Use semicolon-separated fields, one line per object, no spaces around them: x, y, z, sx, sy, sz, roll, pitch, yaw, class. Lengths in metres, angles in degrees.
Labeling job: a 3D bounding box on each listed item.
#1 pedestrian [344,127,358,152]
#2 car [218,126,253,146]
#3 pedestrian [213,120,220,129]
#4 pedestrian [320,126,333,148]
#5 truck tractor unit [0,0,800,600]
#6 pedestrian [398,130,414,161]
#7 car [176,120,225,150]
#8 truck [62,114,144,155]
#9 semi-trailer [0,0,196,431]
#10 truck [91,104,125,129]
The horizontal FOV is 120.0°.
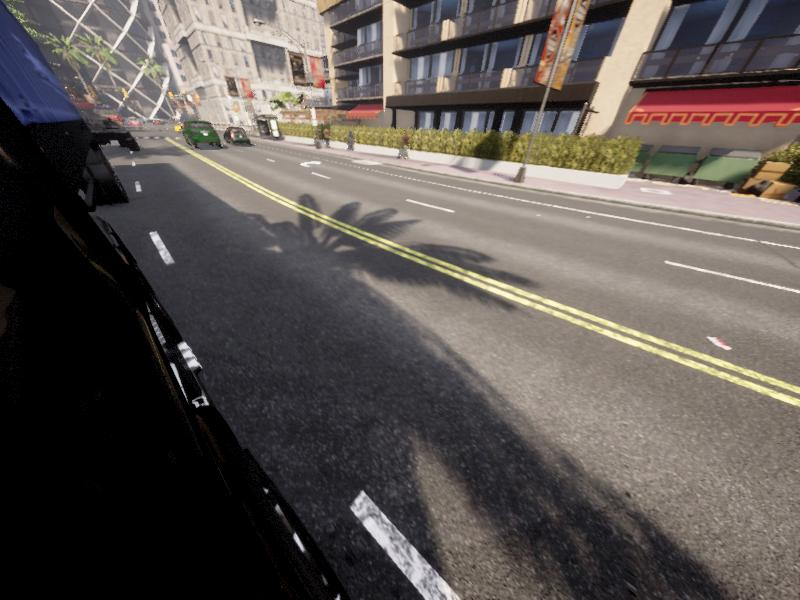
-4.568;-15.029;21.624;0.751;1.860;0.751;-28;47;-34;pedestrian
-18.082;-18.058;25.426;1.851;1.617;3.988;-28;46;-34;car
-48.249;-46.194;60.851;0.751;1.860;0.751;32;46;33;pedestrian
-7.571;-16.783;23.801;0.751;1.860;0.751;-23;44;-30;pedestrian
-2.645;-0.295;0.352;6.516;4.208;3.053;28;44;30;truck tractor unit
0.433;-11.522;17.215;0.751;1.860;0.751;-29;47;-35;pedestrian
-18.986;-15.766;21.944;2.150;2.045;5.566;-28;46;-34;car
-22.302;-12.482;17.327;6.274;2.098;2.390;26;43;29;truck
-8.417;-3.767;4.508;14.254;4.402;2.717;31;46;33;semi-trailer
-62.061;-39.162;49.335;2.891;3.827;8.468;-28;46;-34;truck
